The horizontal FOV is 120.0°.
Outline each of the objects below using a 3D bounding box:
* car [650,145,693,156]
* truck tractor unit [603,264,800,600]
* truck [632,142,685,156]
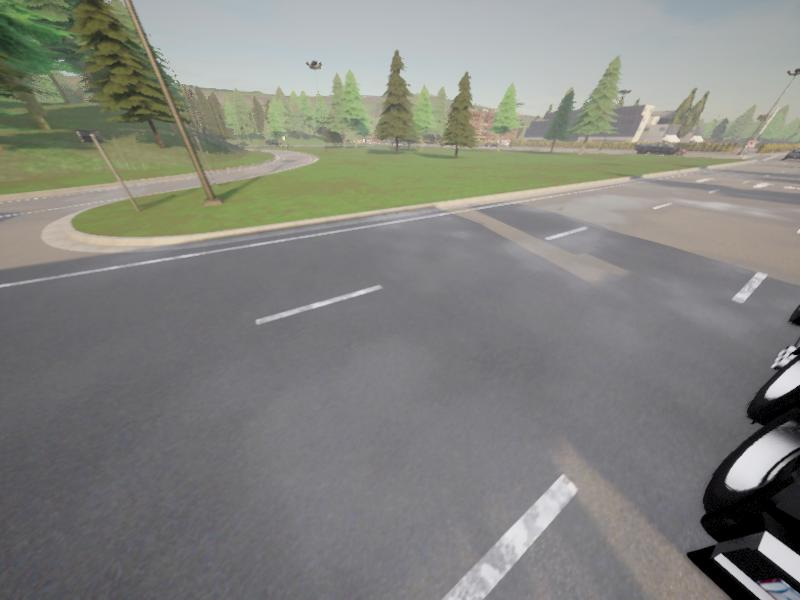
[{"bbox_3d":[54.009,-29.842,46.051,2.152,1.651,5.027,-18,39,-25],"label":"car"},{"bbox_3d":[5.110,-0.300,0.793,6.516,4.208,3.053,-18,39,-24],"label":"truck tractor unit"},{"bbox_3d":[50.393,-29.616,45.274,2.390,2.098,6.274,-18,39,-25],"label":"truck"}]
